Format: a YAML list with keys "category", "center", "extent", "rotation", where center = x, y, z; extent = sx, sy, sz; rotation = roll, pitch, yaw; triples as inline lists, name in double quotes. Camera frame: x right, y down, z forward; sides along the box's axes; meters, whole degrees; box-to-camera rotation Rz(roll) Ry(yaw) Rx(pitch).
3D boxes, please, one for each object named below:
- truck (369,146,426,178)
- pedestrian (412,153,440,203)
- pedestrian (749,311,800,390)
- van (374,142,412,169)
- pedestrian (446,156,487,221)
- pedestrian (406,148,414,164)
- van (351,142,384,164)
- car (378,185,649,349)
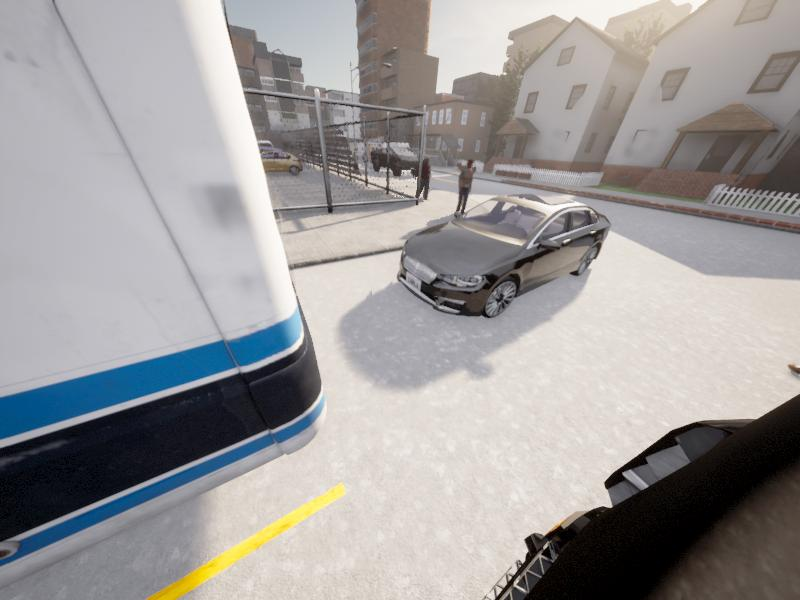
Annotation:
- category: "truck"
  center: [-0.465, -12.820, 21.300]
  extent: [2.390, 2.098, 6.274]
  rotation: [-16, 38, -25]
- category: "pedestrian"
  center: [1.118, -5.402, 10.242]
  extent: [0.751, 1.860, 0.751]
  rotation: [-16, 38, -26]
- category: "pedestrian"
  center: [5.109, 0.207, 2.291]
  extent: [0.751, 1.860, 0.751]
  rotation: [11, 34, 12]
- category: "van"
  center: [-1.016, -18.107, 28.818]
  extent: [1.988, 2.561, 5.915]
  rotation: [-16, 38, -26]
- category: "pedestrian"
  center: [2.172, -3.706, 7.771]
  extent: [0.751, 1.860, 0.751]
  rotation: [-4, 34, -10]
- category: "pedestrian"
  center: [1.441, -20.929, 33.632]
  extent: [0.751, 1.860, 0.751]
  rotation: [-9, 35, -18]
- category: "van"
  center: [-4.991, -22.123, 34.660]
  extent: [2.351, 2.431, 6.366]
  rotation: [-16, 38, -26]
- category: "car"
  center: [2.250, -1.178, 4.517]
  extent: [4.902, 1.511, 2.128]
  rotation: [-18, 39, -29]
